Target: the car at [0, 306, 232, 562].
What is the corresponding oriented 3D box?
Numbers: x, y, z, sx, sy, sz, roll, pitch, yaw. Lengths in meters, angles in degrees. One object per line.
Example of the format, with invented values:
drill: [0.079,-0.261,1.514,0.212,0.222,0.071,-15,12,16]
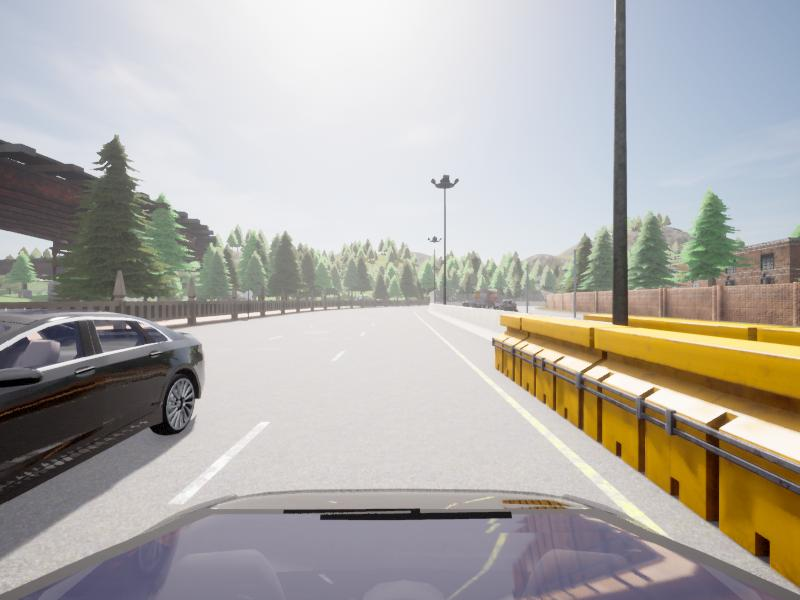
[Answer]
car: [-3.500,0.837,3.363,2.128,1.511,4.902,0,0,0]
